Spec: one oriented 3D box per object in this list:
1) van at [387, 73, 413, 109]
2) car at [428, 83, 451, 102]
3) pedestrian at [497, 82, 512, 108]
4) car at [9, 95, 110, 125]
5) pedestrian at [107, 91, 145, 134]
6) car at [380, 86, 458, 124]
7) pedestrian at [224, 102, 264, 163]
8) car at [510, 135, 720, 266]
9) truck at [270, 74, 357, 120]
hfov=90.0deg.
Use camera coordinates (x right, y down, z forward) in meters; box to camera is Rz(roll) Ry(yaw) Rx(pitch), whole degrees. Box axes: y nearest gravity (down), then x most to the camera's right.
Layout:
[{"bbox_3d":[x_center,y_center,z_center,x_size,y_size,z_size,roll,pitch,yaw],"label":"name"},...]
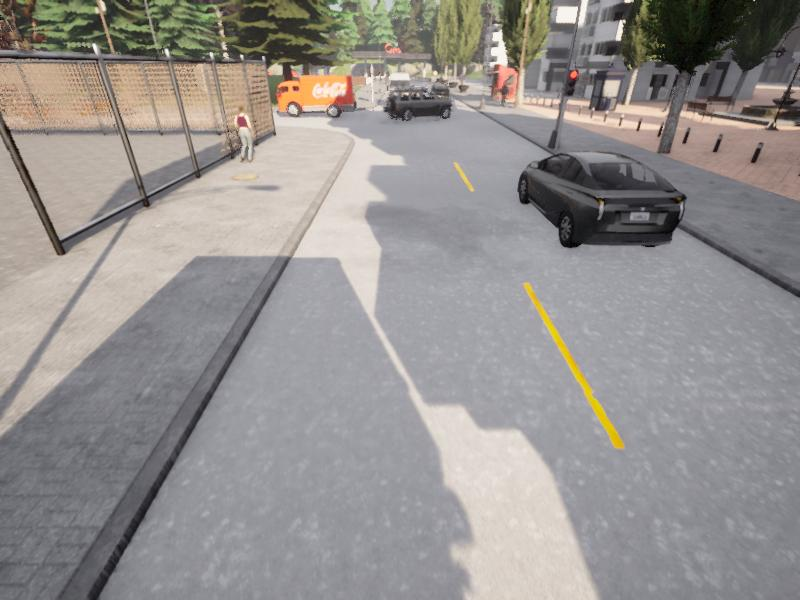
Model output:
[{"bbox_3d":[-0.005,-18.290,34.812,1.988,2.561,5.915,0,30,0],"label":"van"},{"bbox_3d":[4.020,-21.445,41.258,1.837,1.490,4.892,0,31,0],"label":"car"},{"bbox_3d":[8.358,-16.412,32.029,0.751,1.860,0.751,12,32,20],"label":"pedestrian"},{"bbox_3d":[-20.557,-11.557,24.303,4.193,1.474,1.816,0,30,0],"label":"car"},{"bbox_3d":[-13.427,-9.214,19.650,0.751,1.860,0.751,0,30,0],"label":"pedestrian"},{"bbox_3d":[1.205,-12.595,25.717,4.605,1.855,1.932,-15,35,-24],"label":"car"},{"bbox_3d":[-5.301,-5.710,13.665,0.751,1.860,0.751,0,30,0],"label":"pedestrian"},{"bbox_3d":[4.023,-2.400,8.618,2.007,1.525,4.514,0,30,0],"label":"car"},{"bbox_3d":[-5.702,-13.914,27.341,5.204,2.467,2.627,-2,30,-1],"label":"truck"}]
